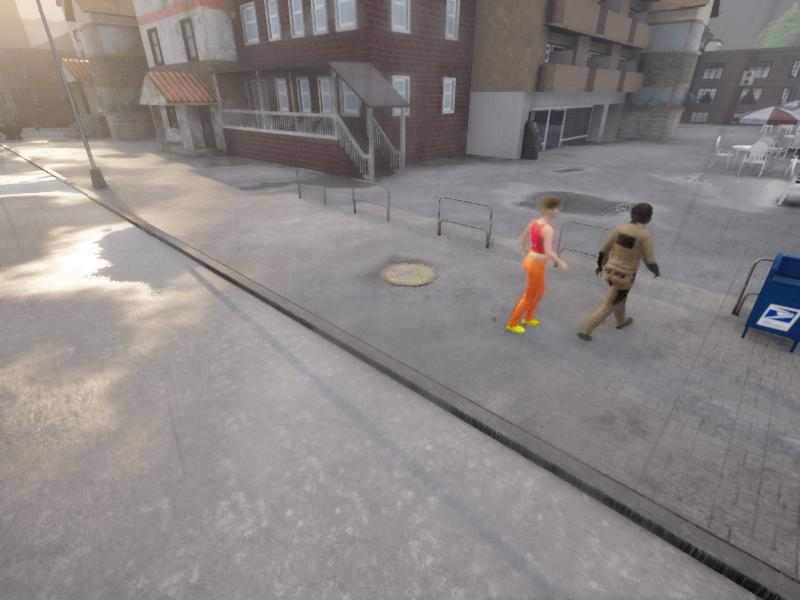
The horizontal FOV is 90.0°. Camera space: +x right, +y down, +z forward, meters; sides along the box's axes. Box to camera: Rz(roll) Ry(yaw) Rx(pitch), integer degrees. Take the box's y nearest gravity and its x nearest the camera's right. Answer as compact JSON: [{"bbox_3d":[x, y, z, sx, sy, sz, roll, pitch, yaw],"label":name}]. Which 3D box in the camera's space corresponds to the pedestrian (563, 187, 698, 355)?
[{"bbox_3d":[2.773,-0.361,4.994,0.751,1.860,0.751,-9,28,-16],"label":"pedestrian"}]

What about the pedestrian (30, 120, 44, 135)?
[{"bbox_3d":[-30.029,-14.292,33.104,0.500,1.100,0.500,21,34,35],"label":"pedestrian"}]

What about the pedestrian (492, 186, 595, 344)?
[{"bbox_3d":[1.751,-0.432,5.138,0.751,1.860,0.751,-2,27,-3],"label":"pedestrian"}]
